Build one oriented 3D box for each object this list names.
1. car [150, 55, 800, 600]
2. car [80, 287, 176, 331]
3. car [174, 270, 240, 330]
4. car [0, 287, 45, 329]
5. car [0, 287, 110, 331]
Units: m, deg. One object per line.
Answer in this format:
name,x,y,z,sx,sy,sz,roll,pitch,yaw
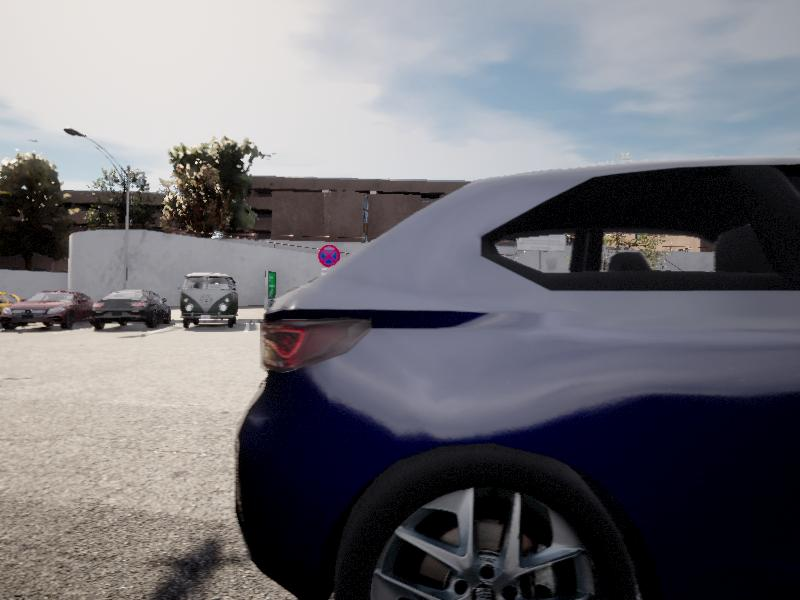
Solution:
car,1.602,0.254,1.702,4.193,1.474,1.816,0,0,0
car,-10.305,0.324,15.591,2.002,1.452,4.674,0,-1,-20
car,-7.282,0.036,15.500,1.878,1.987,4.442,0,-1,-20
car,-16.192,0.318,15.404,1.946,1.575,5.366,0,-1,-20
car,-13.279,0.344,15.589,2.002,1.452,4.674,0,-1,-20
